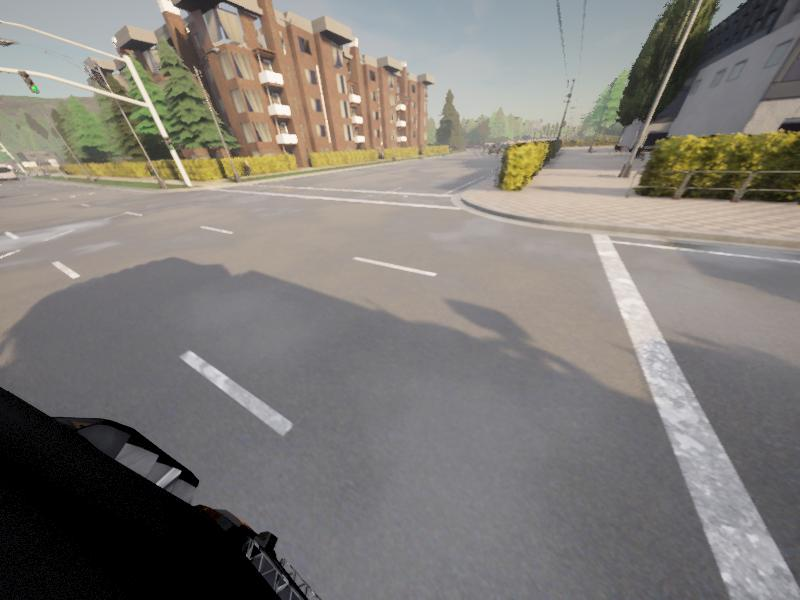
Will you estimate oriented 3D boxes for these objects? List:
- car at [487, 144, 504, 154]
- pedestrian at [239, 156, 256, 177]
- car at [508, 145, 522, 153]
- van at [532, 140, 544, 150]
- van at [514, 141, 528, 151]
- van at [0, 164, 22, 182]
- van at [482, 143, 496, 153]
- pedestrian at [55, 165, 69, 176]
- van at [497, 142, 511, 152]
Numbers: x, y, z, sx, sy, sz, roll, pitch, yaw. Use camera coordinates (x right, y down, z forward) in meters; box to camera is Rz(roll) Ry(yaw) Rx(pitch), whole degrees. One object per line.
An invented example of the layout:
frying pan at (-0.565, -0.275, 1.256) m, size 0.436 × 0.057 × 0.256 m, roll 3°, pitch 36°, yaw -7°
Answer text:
car at (21.367, -33.705, 51.582) m, size 2.242 × 1.667 × 4.611 m, roll 17°, pitch 39°, yaw 27°
pedestrian at (-16.299, -14.290, 24.714) m, size 0.751 × 1.860 × 0.751 m, roll 17°, pitch 38°, yaw 27°
car at (25.915, -34.153, 52.181) m, size 1.994 × 1.385 × 4.181 m, roll 17°, pitch 38°, yaw 27°
van at (35.075, -39.380, 58.794) m, size 1.775 × 1.987 × 4.442 m, roll 17°, pitch 38°, yaw 27°
van at (30.683, -38.969, 58.467) m, size 2.069 × 2.038 × 4.480 m, roll 17°, pitch 38°, yaw 27°
van at (-69.667, -22.324, 40.576) m, size 5.915 × 2.561 × 1.988 m, roll 16°, pitch 38°, yaw 26°
van at (22.637, -38.807, 58.836) m, size 2.069 × 2.038 × 4.480 m, roll 17°, pitch 38°, yaw 27°
pedestrian at (-67.527, -25.938, 46.150) m, size 0.751 × 1.860 × 0.751 m, roll 14°, pitch 37°, yaw 24°
van at (26.324, -38.569, 58.197) m, size 2.069 × 2.038 × 4.480 m, roll 17°, pitch 38°, yaw 27°
